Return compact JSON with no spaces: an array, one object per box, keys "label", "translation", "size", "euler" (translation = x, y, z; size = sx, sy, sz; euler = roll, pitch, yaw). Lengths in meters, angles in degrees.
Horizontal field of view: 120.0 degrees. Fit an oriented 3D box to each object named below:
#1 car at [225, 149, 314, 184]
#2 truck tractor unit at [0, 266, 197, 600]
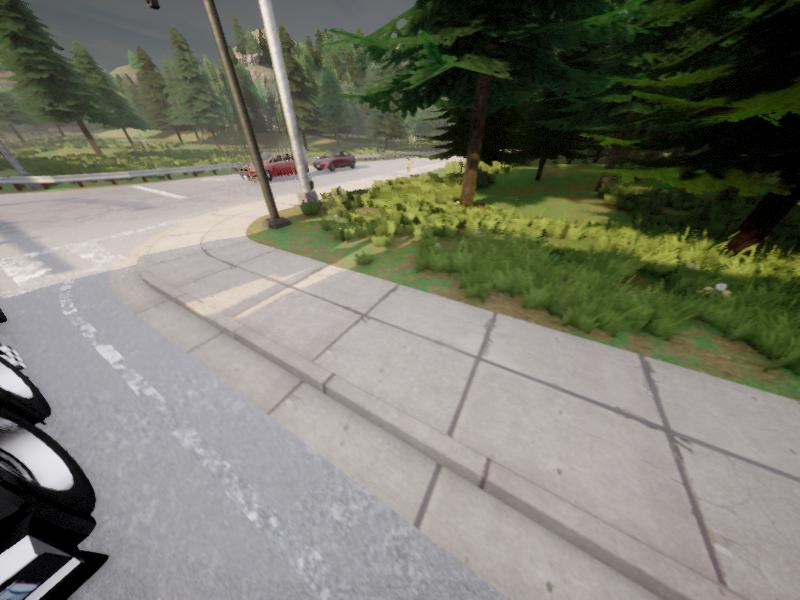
[{"label":"car","translation":[-8.674,-9.316,15.928],"size":[2.242,1.667,4.611],"euler":[17,39,23]},{"label":"truck tractor unit","translation":[-5.114,-0.298,0.776],"size":[6.516,4.208,3.053],"euler":[18,39,24]}]
